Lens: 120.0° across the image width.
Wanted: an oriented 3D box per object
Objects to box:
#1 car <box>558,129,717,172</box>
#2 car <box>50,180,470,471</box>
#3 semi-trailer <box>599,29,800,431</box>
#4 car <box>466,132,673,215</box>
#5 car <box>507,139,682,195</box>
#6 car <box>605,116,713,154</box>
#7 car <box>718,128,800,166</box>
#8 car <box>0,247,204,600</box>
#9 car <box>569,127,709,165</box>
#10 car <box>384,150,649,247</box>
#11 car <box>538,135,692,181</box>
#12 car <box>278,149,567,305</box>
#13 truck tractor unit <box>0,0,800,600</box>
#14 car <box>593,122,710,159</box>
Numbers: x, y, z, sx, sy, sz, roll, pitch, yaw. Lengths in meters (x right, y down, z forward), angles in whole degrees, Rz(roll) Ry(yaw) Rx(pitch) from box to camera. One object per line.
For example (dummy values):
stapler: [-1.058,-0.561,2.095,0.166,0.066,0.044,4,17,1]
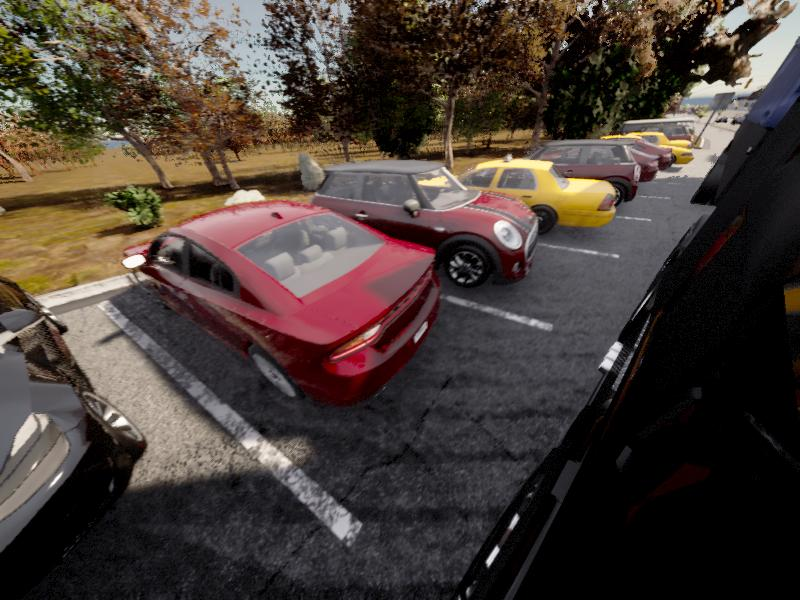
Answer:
car: [11.667,-7.796,12.081,5.366,1.575,1.946,16,40,24]
car: [-1.948,-0.500,3.158,5.008,1.535,2.097,17,41,26]
semi-trailer: [8.631,-3.643,4.303,14.254,4.402,2.717,-29,44,-31]
car: [4.848,-4.227,7.520,4.553,1.767,2.185,17,41,25]
car: [7.069,-5.327,9.134,4.674,1.452,2.002,16,41,25]
car: [18.168,-11.761,16.617,4.442,1.987,1.878,15,40,23]
car: [19.431,-8.434,12.599,4.181,1.385,1.994,-30,45,-32]
car: [-4.203,0.723,1.710,4.792,1.488,2.163,18,41,26]
car: [13.542,-9.133,13.763,5.366,1.575,1.946,16,40,24]
car: [2.417,-2.966,6.191,5.366,1.575,1.946,17,41,25]
car: [9.292,-6.562,10.651,4.674,1.452,2.002,16,41,24]
car: [0.289,-1.817,4.576,4.553,1.767,2.185,17,41,25]
truck tractor unit: [2.645,-0.295,0.352,6.516,4.208,3.053,-28,44,-30]
car: [15.920,-10.434,15.148,4.553,1.767,2.185,15,40,24]
